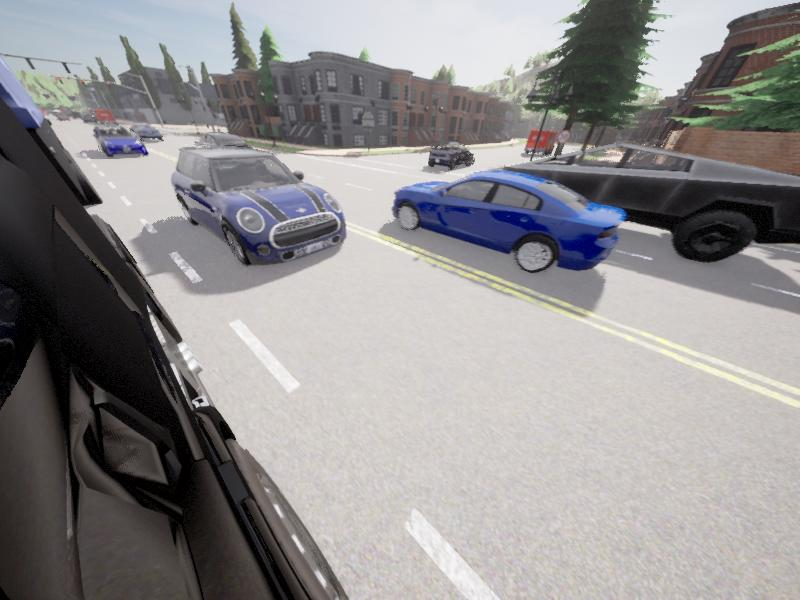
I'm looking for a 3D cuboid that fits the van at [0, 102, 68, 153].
[{"bbox_3d":[-25.068,-11.563,15.376,6.366,2.431,2.351,28,44,30],"label":"van"}]

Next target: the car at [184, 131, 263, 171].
[{"bbox_3d":[-10.222,-8.716,13.337,4.892,1.490,1.837,28,44,30],"label":"car"}]

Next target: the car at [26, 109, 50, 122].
[{"bbox_3d":[-81.049,-41.406,51.741,5.566,2.045,2.150,28,44,30],"label":"car"}]

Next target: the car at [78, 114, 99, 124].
[{"bbox_3d":[-71.288,-41.504,52.837,4.856,1.649,2.033,28,44,30],"label":"car"}]

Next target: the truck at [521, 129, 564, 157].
[{"bbox_3d":[17.590,-19.366,28.451,2.627,2.467,5.204,29,44,30],"label":"truck"}]

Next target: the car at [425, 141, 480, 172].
[{"bbox_3d":[3.667,-10.031,15.954,1.816,1.474,4.193,26,43,28],"label":"car"}]

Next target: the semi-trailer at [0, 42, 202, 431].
[{"bbox_3d":[-8.699,-3.613,4.214,14.254,4.402,2.717,28,44,30],"label":"semi-trailer"}]

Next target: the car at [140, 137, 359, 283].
[{"bbox_3d":[-3.312,-2.391,5.125,4.553,1.767,2.097,28,44,30],"label":"car"}]

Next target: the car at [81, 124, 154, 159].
[{"bbox_3d":[-17.953,-10.127,14.682,4.514,1.525,2.007,28,44,30],"label":"car"}]

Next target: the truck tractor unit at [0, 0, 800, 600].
[{"bbox_3d":[-2.645,-0.295,0.351,6.516,4.208,3.053,28,44,30],"label":"truck tractor unit"}]

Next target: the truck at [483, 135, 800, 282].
[{"bbox_3d":[5.995,-3.018,6.316,6.274,2.098,2.390,28,44,30],"label":"truck"}]

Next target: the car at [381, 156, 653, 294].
[{"bbox_3d":[2.042,-2.162,5.384,5.008,1.535,1.882,28,44,30],"label":"car"}]

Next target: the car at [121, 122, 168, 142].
[{"bbox_3d":[-26.402,-17.347,23.846,5.357,1.411,2.033,28,44,30],"label":"car"}]
